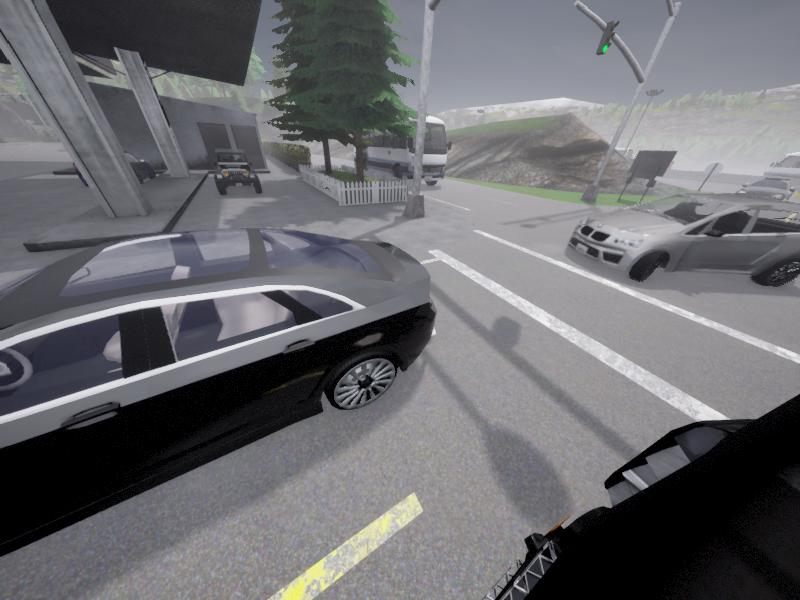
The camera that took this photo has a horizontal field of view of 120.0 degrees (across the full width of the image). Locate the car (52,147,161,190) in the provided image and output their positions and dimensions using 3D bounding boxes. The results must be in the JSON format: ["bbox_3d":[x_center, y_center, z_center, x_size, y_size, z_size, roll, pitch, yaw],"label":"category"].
[{"bbox_3d":[-15.821,-7.473,12.935,2.242,1.667,4.611,-16,38,-26],"label":"car"}]

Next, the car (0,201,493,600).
[{"bbox_3d":[-1.948,0.339,1.921,4.902,1.511,2.128,-16,38,-26],"label":"car"}]

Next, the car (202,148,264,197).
[{"bbox_3d":[-8.742,-6.876,12.283,1.905,1.878,3.866,-16,38,-26],"label":"car"}]

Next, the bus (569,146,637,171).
[{"bbox_3d":[46.680,-32.979,53.751,3.944,4.253,10.273,-16,38,-26],"label":"bus"}]

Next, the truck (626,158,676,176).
[{"bbox_3d":[46.498,-24.758,42.987,2.627,2.467,5.204,-16,38,-26],"label":"truck"}]

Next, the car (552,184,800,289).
[{"bbox_3d":[6.893,-1.631,5.590,4.611,1.667,2.242,2,33,-1],"label":"car"}]

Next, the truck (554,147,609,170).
[{"bbox_3d":[40.160,-31.673,51.666,2.891,3.827,8.468,-16,38,-26],"label":"truck"}]

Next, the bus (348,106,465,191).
[{"bbox_3d":[-0.335,-11.898,18.344,3.944,4.253,10.273,-16,38,-26],"label":"bus"}]

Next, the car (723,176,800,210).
[{"bbox_3d":[23.823,-7.060,15.049,4.974,1.542,2.038,-16,38,-26],"label":"car"}]

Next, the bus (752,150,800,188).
[{"bbox_3d":[58.275,-17.569,31.439,3.944,4.253,10.273,-16,38,-26],"label":"bus"}]
